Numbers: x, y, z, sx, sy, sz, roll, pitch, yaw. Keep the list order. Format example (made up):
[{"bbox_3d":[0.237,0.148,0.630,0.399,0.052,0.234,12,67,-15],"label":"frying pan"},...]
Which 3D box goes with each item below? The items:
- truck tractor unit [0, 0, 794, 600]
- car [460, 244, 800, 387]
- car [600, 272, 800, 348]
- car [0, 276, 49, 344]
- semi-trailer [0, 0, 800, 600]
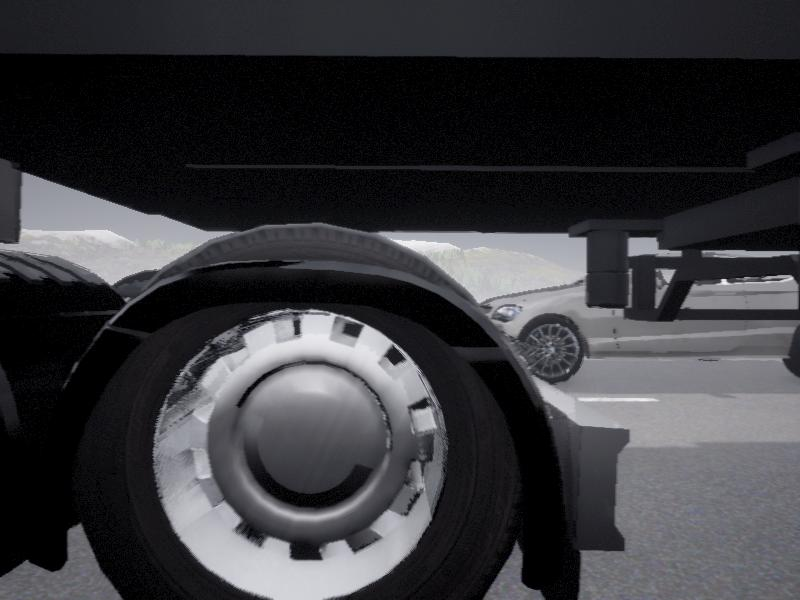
[{"bbox_3d":[-2.590,-1.123,2.201,6.516,4.208,3.053,0,0,0],"label":"truck tractor unit"},{"bbox_3d":[3.538,0.181,5.704,5.027,1.651,2.152,0,0,0],"label":"car"},{"bbox_3d":[7.740,0.199,9.206,5.366,1.575,1.801,0,0,0],"label":"car"},{"bbox_3d":[-11.216,0.230,9.197,4.514,1.525,2.007,0,0,0],"label":"car"},{"bbox_3d":[5.329,-1.221,2.208,14.254,4.402,2.717,0,0,0],"label":"semi-trailer"}]
